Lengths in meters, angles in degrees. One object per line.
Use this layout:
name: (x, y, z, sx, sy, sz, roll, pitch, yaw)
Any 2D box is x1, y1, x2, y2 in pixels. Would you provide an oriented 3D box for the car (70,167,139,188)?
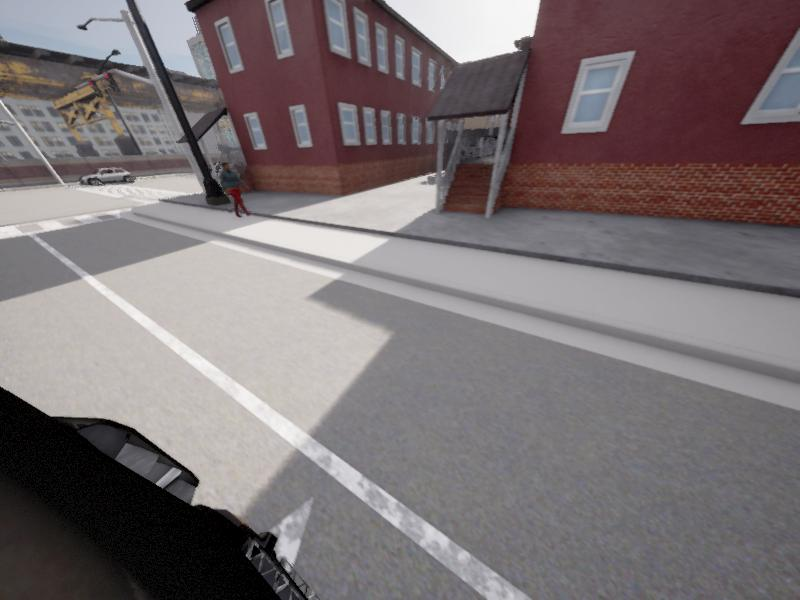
car: (-29.890, -12.531, 23.502, 1.970, 1.475, 3.806, 16, 38, 26)

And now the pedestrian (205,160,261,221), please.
pedestrian: (-5.861, -3.876, 8.211, 0.751, 1.860, 0.751, 12, 36, 20)

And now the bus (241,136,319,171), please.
bus: (-19.049, -24.154, 37.976, 3.944, 4.253, 10.273, 16, 38, 26)

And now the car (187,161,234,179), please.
car: (-22.717, -15.719, 27.834, 1.789, 1.549, 3.705, 16, 38, 26)
